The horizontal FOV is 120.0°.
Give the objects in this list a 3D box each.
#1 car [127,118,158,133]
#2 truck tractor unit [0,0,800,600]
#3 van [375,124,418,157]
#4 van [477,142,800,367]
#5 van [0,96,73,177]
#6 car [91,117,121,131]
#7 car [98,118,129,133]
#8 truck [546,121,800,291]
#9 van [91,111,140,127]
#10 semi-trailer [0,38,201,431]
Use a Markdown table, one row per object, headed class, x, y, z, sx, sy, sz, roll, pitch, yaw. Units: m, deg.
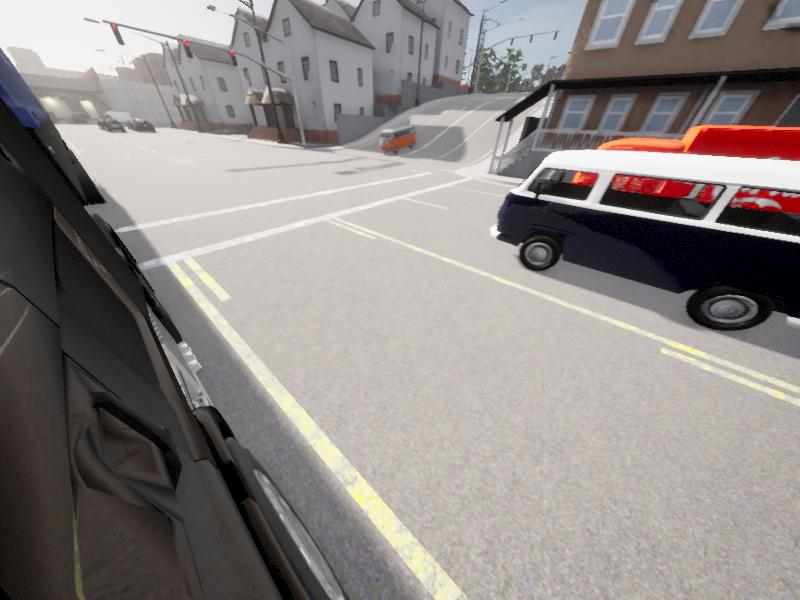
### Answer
| class | x | y | z | sx | sy | sz | roll | pitch | yaw |
| --- | --- | --- | --- | --- | --- | --- | --- | --- | --- |
| car | -41.343 | -28.008 | 37.055 | 4.611 | 1.667 | 2.242 | 28 | 44 | 30 |
| truck tractor unit | -2.645 | -0.295 | 0.352 | 6.516 | 4.208 | 3.053 | 28 | 44 | 30 |
| van | -0.259 | -16.157 | 23.286 | 1.775 | 1.987 | 4.442 | 27 | 52 | 29 |
| van | 4.078 | -1.282 | 3.925 | 4.480 | 2.038 | 2.069 | 28 | 44 | 30 |
| van | -17.563 | -7.523 | 10.469 | 5.915 | 2.561 | 1.988 | 28 | 44 | 30 |
| car | -47.803 | -28.704 | 37.596 | 5.238 | 1.638 | 1.930 | 27 | 43 | 29 |
| car | -42.372 | -25.767 | 34.113 | 4.514 | 1.525 | 2.007 | 28 | 44 | 30 |
| truck | 7.060 | -2.509 | 5.397 | 5.204 | 2.467 | 2.627 | 29 | 44 | 31 |
| van | -61.459 | -39.257 | 50.169 | 5.915 | 2.561 | 1.988 | -11 | 39 | -18 |
| semi-trailer | -8.671 | -3.624 | 4.253 | 14.254 | 4.402 | 2.717 | 28 | 44 | 30 |
